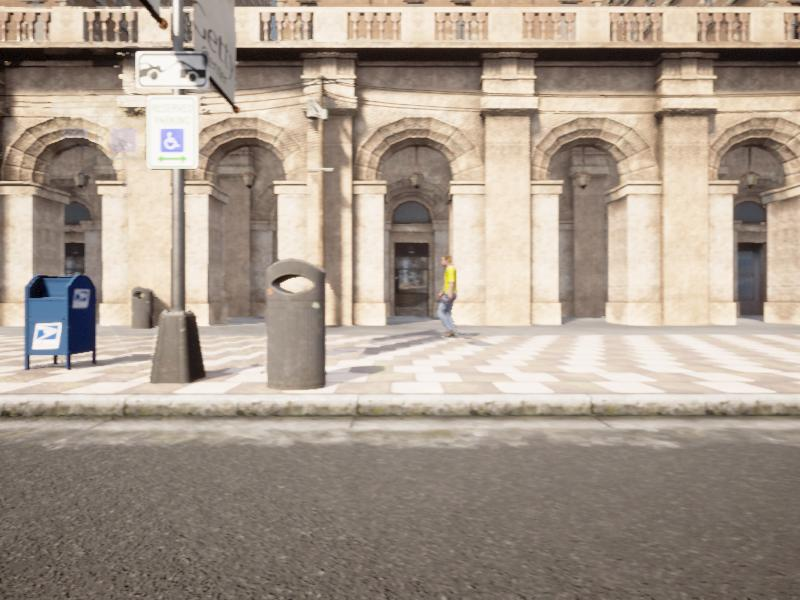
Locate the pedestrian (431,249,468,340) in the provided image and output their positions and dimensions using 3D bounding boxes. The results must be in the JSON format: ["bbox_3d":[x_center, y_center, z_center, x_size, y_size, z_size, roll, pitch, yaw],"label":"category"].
[{"bbox_3d":[1.076,-0.116,8.566,0.751,1.860,0.751,0,0,8],"label":"pedestrian"}]
